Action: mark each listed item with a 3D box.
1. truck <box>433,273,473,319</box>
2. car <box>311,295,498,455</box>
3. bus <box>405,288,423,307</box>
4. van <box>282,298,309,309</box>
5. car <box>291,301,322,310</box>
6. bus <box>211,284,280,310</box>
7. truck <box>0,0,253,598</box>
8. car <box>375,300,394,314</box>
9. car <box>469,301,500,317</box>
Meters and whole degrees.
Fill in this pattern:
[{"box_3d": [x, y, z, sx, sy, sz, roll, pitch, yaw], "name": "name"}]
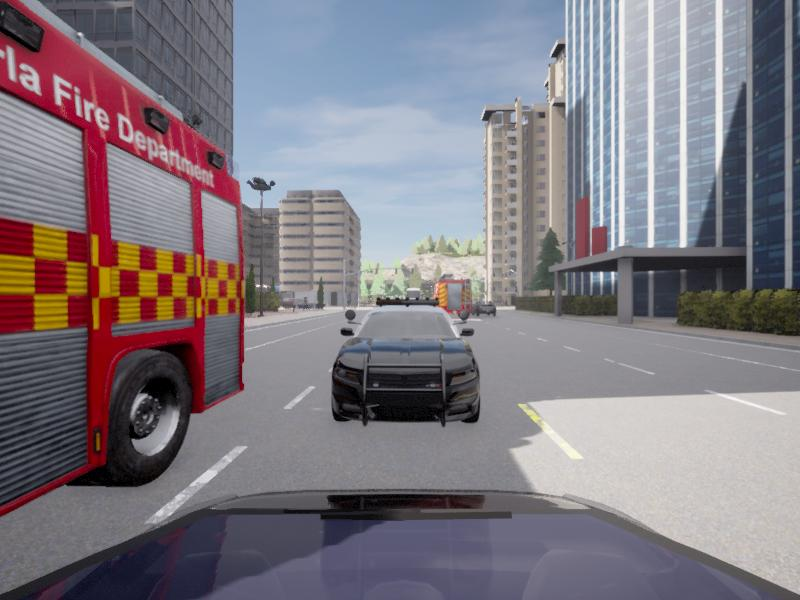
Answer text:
[{"box_3d": [4.710, -0.320, 37.377, 2.891, 3.827, 8.468, 0, 0, 2], "name": "truck"}, {"box_3d": [0.127, 0.771, 6.760, 1.930, 1.638, 5.238, 0, 0, 2], "name": "car"}, {"box_3d": [3.197, -0.537, 90.528, 3.944, 4.253, 10.273, 0, 0, 2], "name": "bus"}, {"box_3d": [-18.765, 0.600, 71.941, 4.442, 1.987, 1.775, 0, 0, 3], "name": "van"}, {"box_3d": [-15.949, 0.852, 68.308, 4.792, 1.488, 2.163, 0, 0, 3], "name": "car"}, {"box_3d": [-26.448, -0.533, 68.905, 10.273, 4.253, 3.944, 0, 0, 3], "name": "bus"}, {"box_3d": [-3.627, -0.324, 1.167, 2.891, 3.827, 8.468, 0, 0, 3], "name": "truck"}, {"box_3d": [-1.851, 0.778, 49.996, 2.033, 1.649, 4.856, 0, 0, 2], "name": "car"}, {"box_3d": [8.292, 0.837, 39.743, 2.128, 1.511, 4.902, 0, 0, 2], "name": "car"}]
